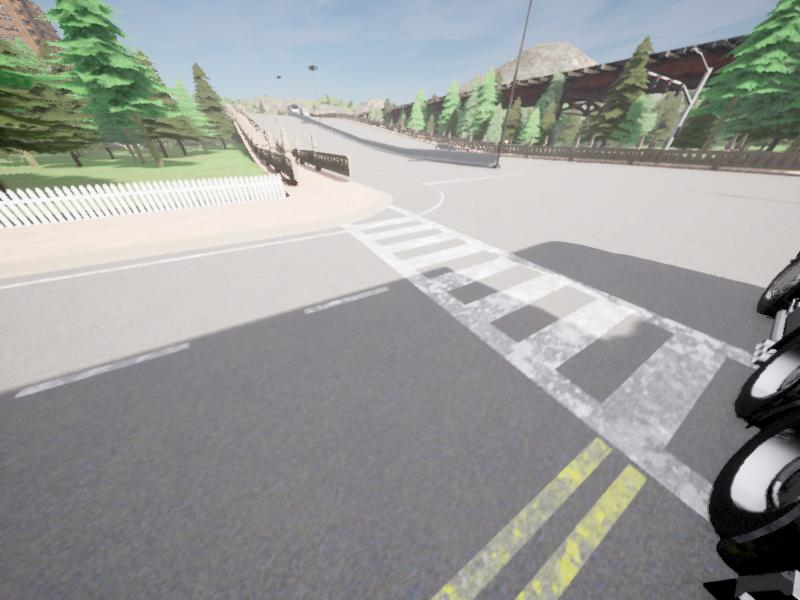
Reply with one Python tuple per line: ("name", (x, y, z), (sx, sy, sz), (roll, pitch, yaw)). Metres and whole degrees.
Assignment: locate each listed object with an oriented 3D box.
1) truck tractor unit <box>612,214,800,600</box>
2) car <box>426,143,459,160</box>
("truck tractor unit", (5.022, -0.382, 0.896), (6.516, 4.208, 3.053), (-22, 41, -28))
("car", (5.961, -21.483, 33.246), (2.097, 1.767, 4.553), (-19, 41, -25))
